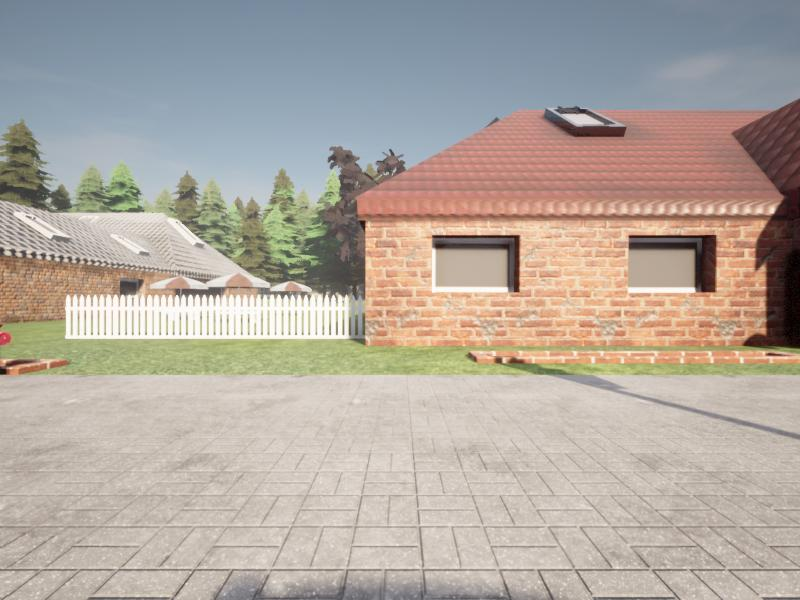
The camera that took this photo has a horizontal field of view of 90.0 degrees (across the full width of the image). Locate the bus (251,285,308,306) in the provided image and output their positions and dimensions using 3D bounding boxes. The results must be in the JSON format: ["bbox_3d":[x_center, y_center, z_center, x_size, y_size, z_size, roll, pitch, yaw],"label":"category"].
[{"bbox_3d":[-24.204,-0.919,80.740,10.273,4.253,3.944,0,0,0],"label":"bus"}]
